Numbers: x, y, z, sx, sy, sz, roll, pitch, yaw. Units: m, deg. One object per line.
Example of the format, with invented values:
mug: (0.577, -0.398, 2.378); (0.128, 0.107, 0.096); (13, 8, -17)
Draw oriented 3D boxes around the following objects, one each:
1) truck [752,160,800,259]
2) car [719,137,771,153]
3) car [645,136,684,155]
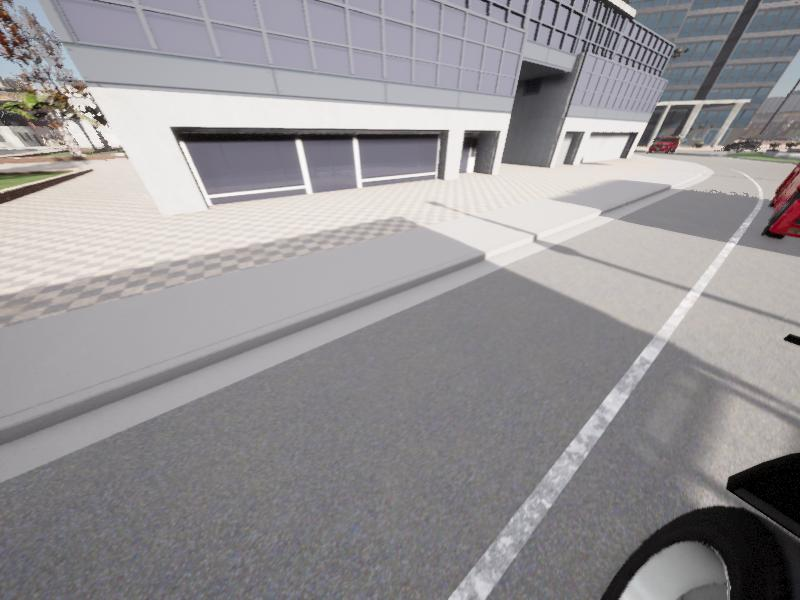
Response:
truck: (12.712, -3.580, 5.543); (8.468, 3.827, 2.891); (-23, 41, -29)
car: (51.841, -23.332, 34.798); (3.866, 1.878, 1.905); (-1, 35, -1)
car: (38.766, -22.682, 33.830); (5.566, 2.045, 2.150); (-24, 41, -28)
